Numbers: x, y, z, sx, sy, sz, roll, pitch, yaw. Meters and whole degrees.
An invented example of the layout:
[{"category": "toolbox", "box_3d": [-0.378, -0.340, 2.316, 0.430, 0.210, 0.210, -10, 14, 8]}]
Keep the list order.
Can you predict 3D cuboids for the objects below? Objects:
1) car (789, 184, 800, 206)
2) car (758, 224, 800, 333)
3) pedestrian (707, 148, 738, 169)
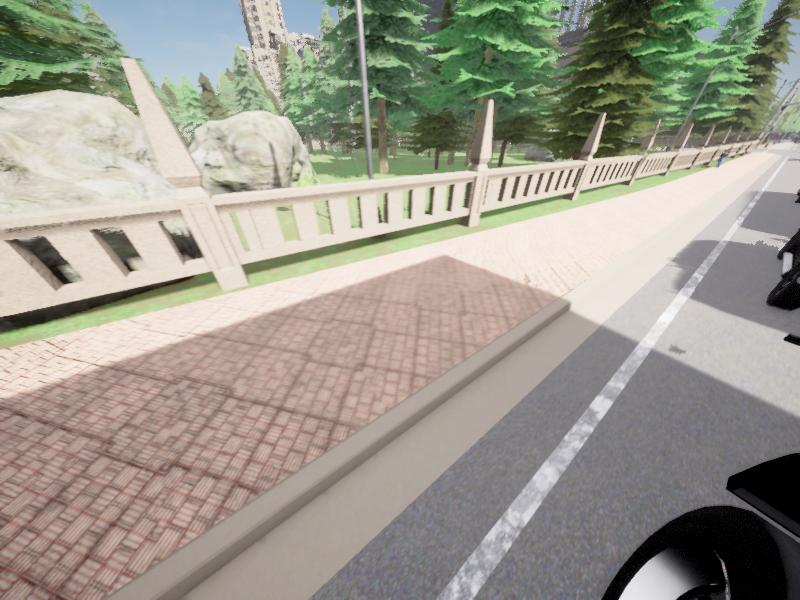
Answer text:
[{"category": "car", "box_3d": [17.247, -4.524, 8.848, 3.633, 1.501, 1.845, -22, 41, -28]}, {"category": "car", "box_3d": [7.754, -0.786, 3.330, 4.605, 1.855, 1.932, -22, 41, -28]}, {"category": "pedestrian", "box_3d": [23.956, -10.522, 17.190, 0.751, 1.300, 0.751, -23, 41, -29]}]
